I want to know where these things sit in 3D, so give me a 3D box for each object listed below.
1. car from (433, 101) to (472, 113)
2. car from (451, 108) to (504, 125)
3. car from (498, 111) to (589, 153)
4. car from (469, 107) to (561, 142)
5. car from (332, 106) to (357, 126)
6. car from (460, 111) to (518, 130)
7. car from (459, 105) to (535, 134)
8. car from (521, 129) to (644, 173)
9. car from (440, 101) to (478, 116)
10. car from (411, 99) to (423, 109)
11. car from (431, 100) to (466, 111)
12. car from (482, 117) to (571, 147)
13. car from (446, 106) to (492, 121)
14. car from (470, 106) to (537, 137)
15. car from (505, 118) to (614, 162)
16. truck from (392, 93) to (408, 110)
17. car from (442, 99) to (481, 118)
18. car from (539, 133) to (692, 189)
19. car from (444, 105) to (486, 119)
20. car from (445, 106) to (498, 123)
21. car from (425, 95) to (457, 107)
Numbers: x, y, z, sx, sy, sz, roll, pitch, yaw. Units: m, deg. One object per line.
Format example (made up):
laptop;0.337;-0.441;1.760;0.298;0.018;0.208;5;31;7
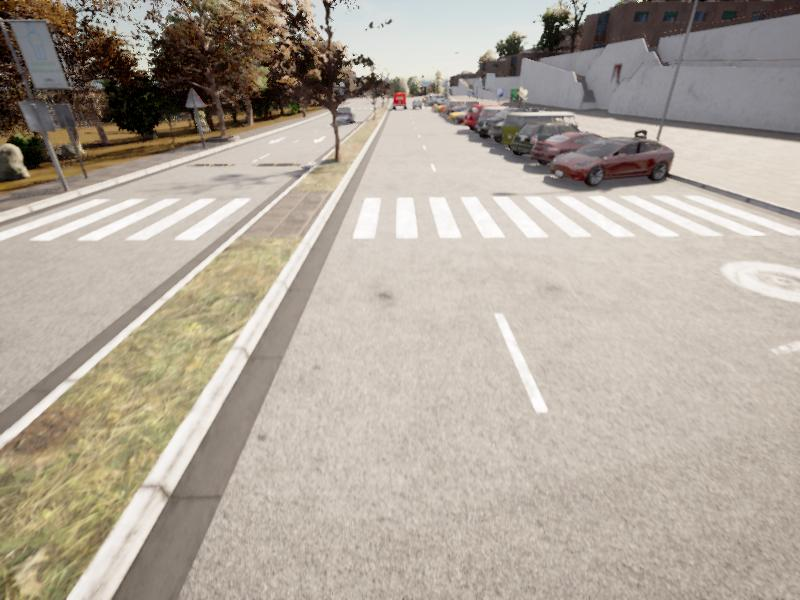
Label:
car;7.871;-28.944;59.977;5.366;1.575;1.946;-9;30;-18
car;8.027;-19.118;41.601;4.792;1.488;2.163;-9;30;-18
car;8.173;-9.718;23.007;4.442;1.987;1.878;-9;29;-18
car;8.037;-12.464;28.238;5.566;2.045;2.435;-9;29;-18
car;-5.816;-19.617;42.546;2.033;1.649;4.856;0;28;0
car;8.053;-16.345;36.328;4.674;1.452;2.002;-9;29;-18
car;8.086;-15.229;33.559;5.566;2.045;2.435;-9;29;-18
car;8.061;-6.714;17.798;4.674;1.452;2.002;-9;29;-18
car;8.019;-26.254;54.714;4.553;1.767;2.185;-9;30;-18
car;2.969;-34.525;70.382;1.845;1.501;3.633;0;28;0
car;7.868;-31.772;65.231;5.366;1.575;1.946;-9;30;-18
car;8.055;-10.872;25.720;4.892;1.521;2.231;-9;29;-18
car;8.078;-21.915;46.905;4.792;1.488;2.163;-9;29;-18
car;7.952;-13.803;30.870;4.442;1.987;1.878;-9;29;-18
car;8.035;-8.231;20.360;4.553;1.767;2.185;-9;29;-18
truck;-0.034;-34.907;70.176;2.627;2.467;5.204;0;28;0
car;7.942;-24.914;51.998;4.442;1.987;1.878;-9;30;-18
car;8.041;-5.332;15.114;4.792;1.488;2.163;-9;29;-18
car;8.045;-23.301;49.534;4.674;1.452;2.002;-9;29;-18
car;7.881;-20.512;44.175;5.366;1.575;1.946;-9;30;-18
car;8.062;-39.060;78.333;5.566;2.045;2.435;-9;29;-18
